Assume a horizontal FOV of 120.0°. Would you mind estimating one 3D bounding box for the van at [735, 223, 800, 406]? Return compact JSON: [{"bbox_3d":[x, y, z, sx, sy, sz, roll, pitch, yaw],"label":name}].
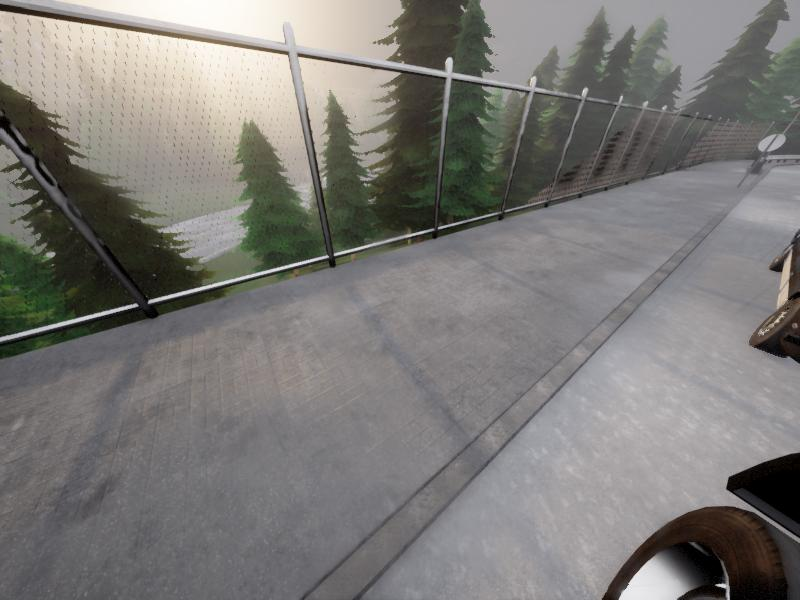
[{"bbox_3d":[6.825,-0.676,2.632,5.915,2.561,1.988,-22,41,-28],"label":"van"}]
